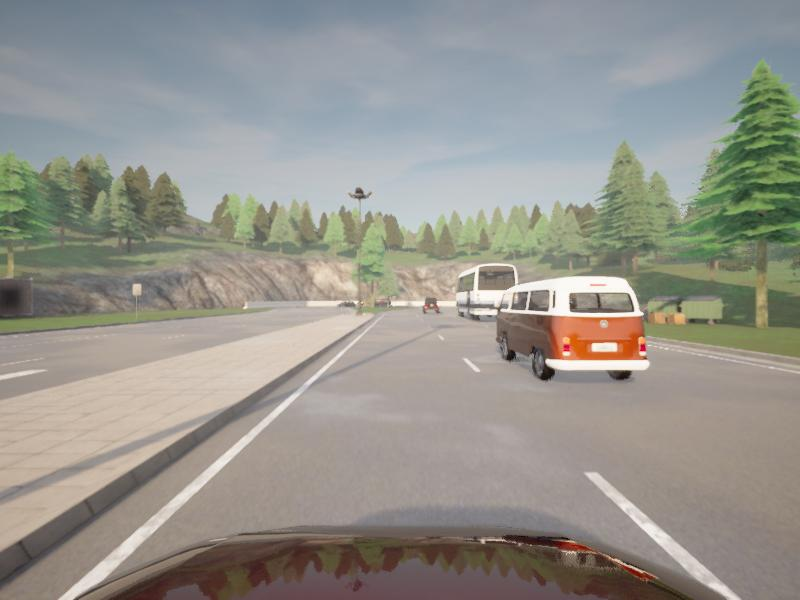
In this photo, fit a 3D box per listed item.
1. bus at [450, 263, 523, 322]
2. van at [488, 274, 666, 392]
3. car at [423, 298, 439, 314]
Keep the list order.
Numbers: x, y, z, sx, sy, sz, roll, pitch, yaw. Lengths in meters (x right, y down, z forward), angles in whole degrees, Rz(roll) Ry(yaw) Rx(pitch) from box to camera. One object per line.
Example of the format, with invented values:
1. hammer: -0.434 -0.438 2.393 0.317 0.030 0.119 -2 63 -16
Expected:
1. bus: 6.881 -0.524 33.910 3.944 4.253 10.273 0 0 0
2. van: 3.563 0.574 9.176 2.069 2.038 4.480 0 0 -1
3. car: 3.779 0.662 48.874 1.905 1.878 3.866 0 0 3
